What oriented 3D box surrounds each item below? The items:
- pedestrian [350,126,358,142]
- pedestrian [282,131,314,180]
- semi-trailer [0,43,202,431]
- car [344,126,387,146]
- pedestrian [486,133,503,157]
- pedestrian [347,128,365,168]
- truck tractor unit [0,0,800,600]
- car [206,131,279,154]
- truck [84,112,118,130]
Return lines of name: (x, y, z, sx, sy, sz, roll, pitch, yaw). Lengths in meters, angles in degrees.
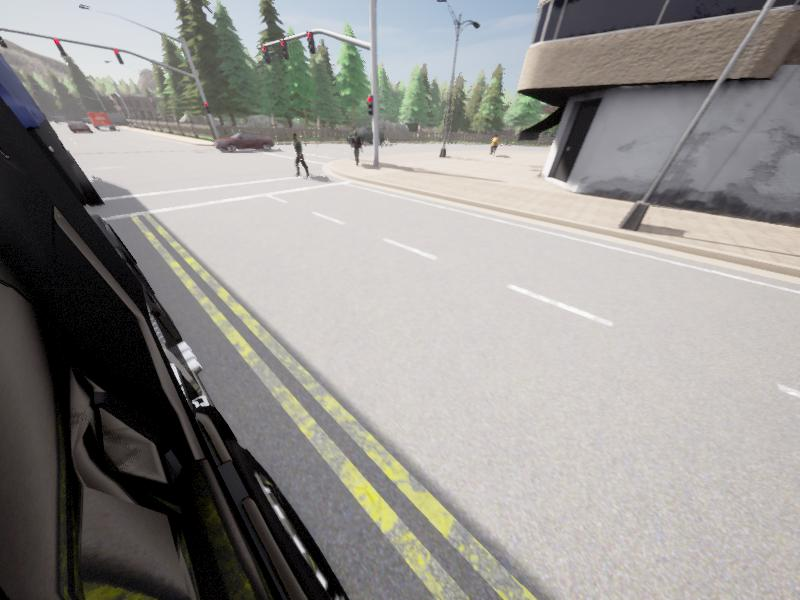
pedestrian: (-6.820, -24.695, 34.364, 0.751, 1.860, 0.751, -24, 44, -31)
pedestrian: (-4.766, -6.805, 10.883, 0.751, 1.860, 0.751, 27, 43, 29)
semi-trailer: (-8.698, -3.594, 4.243, 14.254, 4.402, 2.717, 28, 44, 30)
car: (-4.557, -22.452, 31.625, 5.566, 2.045, 2.150, -28, 46, -34)
pedestrian: (8.845, -14.519, 21.637, 0.751, 1.860, 0.751, 30, 45, 32)
pedestrian: (-2.520, -8.747, 13.352, 0.751, 1.860, 0.751, 1, 37, -2)
truck tractor unit: (-2.645, -0.295, 0.351, 6.516, 4.208, 3.053, 28, 44, 30)
car: (-13.306, -13.637, 19.882, 1.812, 1.442, 4.674, 29, 45, 31)
truck: (-54.988, -32.808, 42.434, 5.204, 2.467, 2.627, 28, 44, 30)
